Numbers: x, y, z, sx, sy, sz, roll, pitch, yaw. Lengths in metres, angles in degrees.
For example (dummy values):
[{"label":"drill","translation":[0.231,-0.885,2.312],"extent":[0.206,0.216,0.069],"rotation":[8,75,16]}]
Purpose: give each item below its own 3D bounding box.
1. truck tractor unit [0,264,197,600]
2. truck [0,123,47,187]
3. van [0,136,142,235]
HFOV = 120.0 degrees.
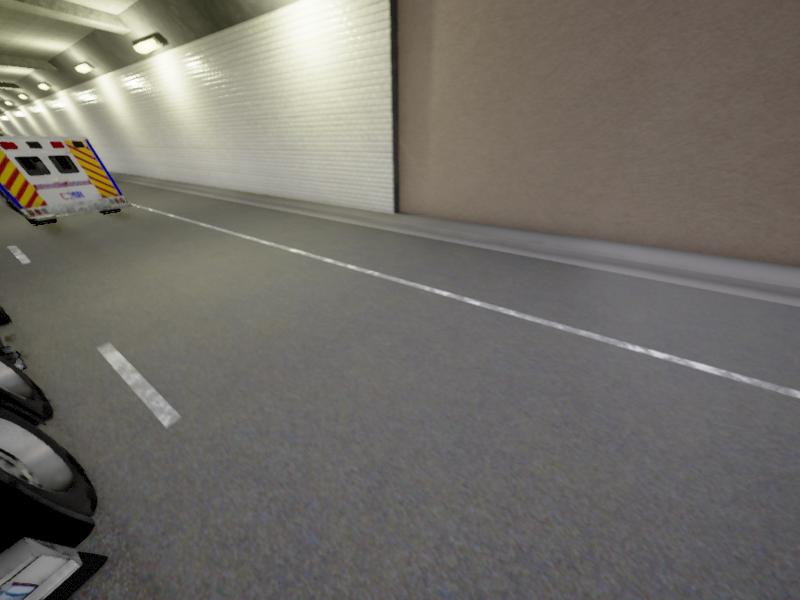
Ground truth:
[{"label":"truck tractor unit","translation":[-5.117,-0.293,0.785],"extent":[6.516,4.208,3.053],"rotation":[18,39,24]},{"label":"truck","translation":[-28.511,-10.060,15.419],"extent":[8.468,3.827,2.891],"rotation":[18,39,24]},{"label":"van","translation":[-12.960,-4.424,8.379],"extent":[6.366,2.431,2.351],"rotation":[18,39,24]}]
